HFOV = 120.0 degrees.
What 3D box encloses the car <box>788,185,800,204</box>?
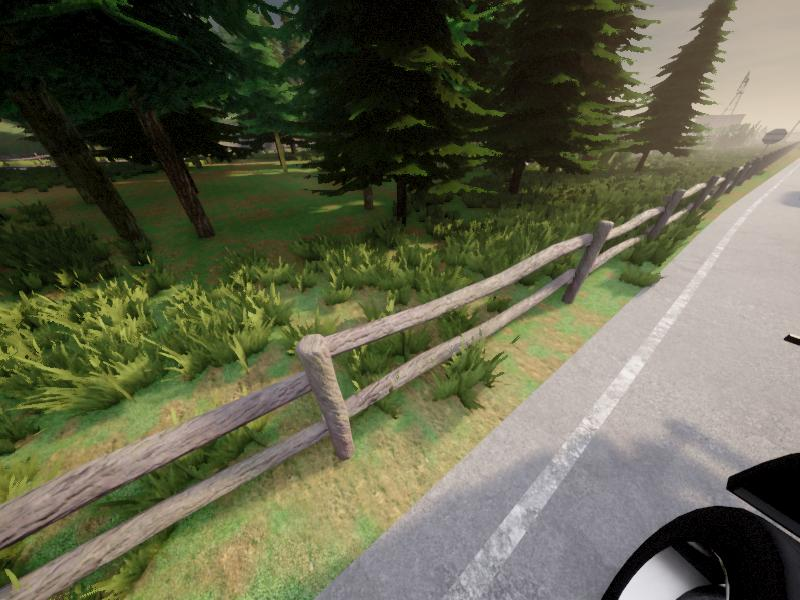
[{"bbox_3d":[18.389,-4.829,9.316,4.902,1.511,2.128,-21,40,-27],"label":"car"}]
